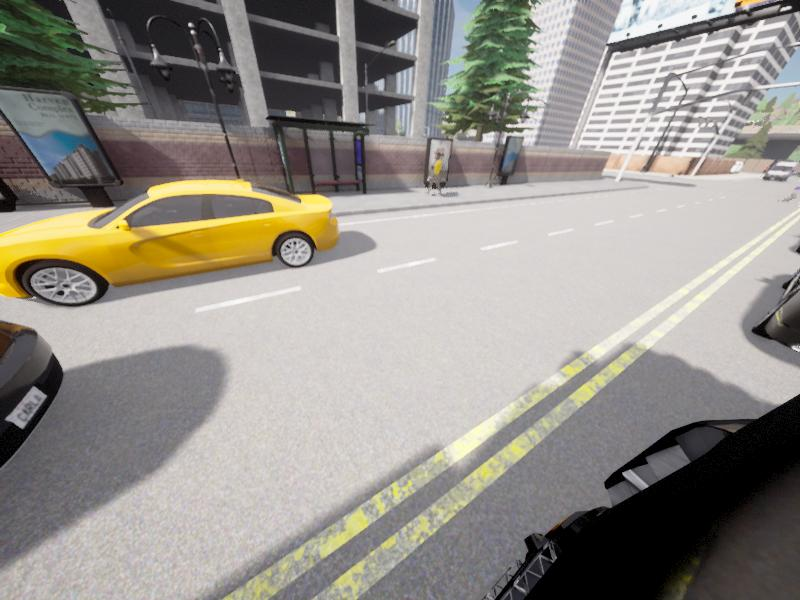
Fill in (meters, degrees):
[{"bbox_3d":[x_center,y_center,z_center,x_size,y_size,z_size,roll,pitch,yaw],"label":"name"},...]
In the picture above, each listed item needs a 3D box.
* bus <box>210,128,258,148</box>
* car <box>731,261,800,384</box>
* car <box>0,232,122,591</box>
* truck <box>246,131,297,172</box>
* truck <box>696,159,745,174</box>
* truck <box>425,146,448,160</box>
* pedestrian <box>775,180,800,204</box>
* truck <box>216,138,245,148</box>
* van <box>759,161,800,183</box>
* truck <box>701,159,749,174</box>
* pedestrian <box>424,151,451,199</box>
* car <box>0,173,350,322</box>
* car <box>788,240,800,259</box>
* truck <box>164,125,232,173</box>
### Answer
[{"bbox_3d":[-48.609,-47.663,68.101,10.273,4.253,3.944,-16,38,-26],"label":"bus"},{"bbox_3d":[7.290,-0.123,3.152,5.238,1.638,1.930,-16,38,-26],"label":"car"},{"bbox_3d":[-4.772,1.160,0.478,4.892,1.490,1.837,-16,38,-26],"label":"car"},{"bbox_3d":[-10.483,-12.007,18.665,2.615,2.467,5.204,-16,38,-26],"label":"truck"},{"bbox_3d":[67.205,-28.122,48.569,2.615,2.467,5.204,-16,38,-26],"label":"truck"},{"bbox_3d":[8.470,-34.558,54.184,2.627,2.467,5.204,-16,39,-26],"label":"truck"},{"bbox_3d":[26.723,-7.343,15.675,0.751,1.300,0.751,-25,43,-35],"label":"pedestrian"},{"bbox_3d":[-48.153,-44.743,65.696,6.274,2.098,2.390,-16,38,-26],"label":"truck"},{"bbox_3d":[58.109,-19.557,35.238,5.915,2.561,1.988,-16,38,-26],"label":"van"},{"bbox_3d":[70.220,-28.991,50.094,2.615,2.467,5.204,-16,38,-26],"label":"truck"},{"bbox_3d":[1.715,-5.782,10.727,0.751,1.860,0.751,-8,35,-15],"label":"pedestrian"},{"bbox_3d":[-3.724,-1.398,4.358,5.008,1.535,1.882,-16,38,-26],"label":"car"},{"bbox_3d":[13.678,-1.967,6.360,4.611,1.667,2.242,-16,38,-26],"label":"car"},{"bbox_3d":[-14.209,-10.933,16.781,2.615,2.467,5.204,-16,38,-26],"label":"truck"}]
